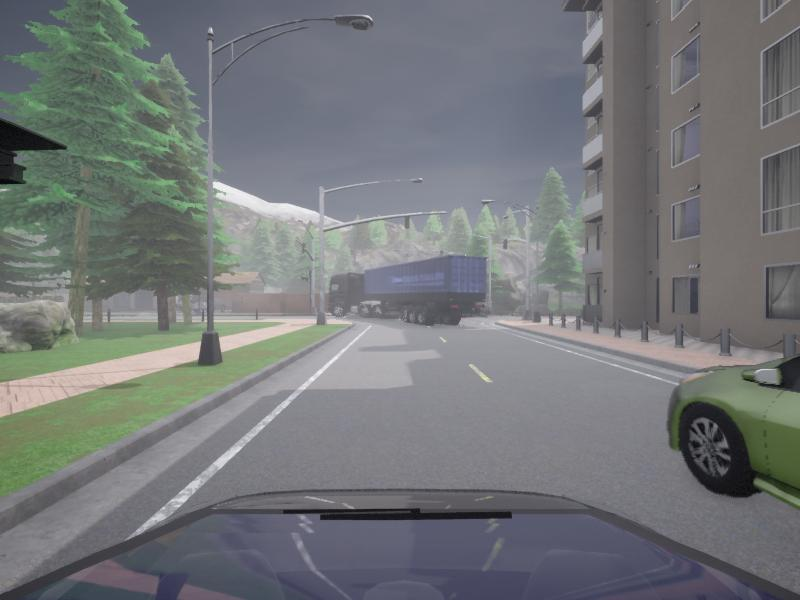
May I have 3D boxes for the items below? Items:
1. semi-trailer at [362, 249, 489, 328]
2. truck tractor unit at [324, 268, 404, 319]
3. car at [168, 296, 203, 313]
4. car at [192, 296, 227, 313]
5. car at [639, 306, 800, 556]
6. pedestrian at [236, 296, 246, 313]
[{"bbox_3d":[0.922,-0.624,29.108,2.717,4.402,14.254,0,0,-25],"label":"semi-trailer"},{"bbox_3d":[-3.235,-0.527,35.540,6.516,4.208,3.053,0,0,31],"label":"truck tractor unit"},{"bbox_3d":[-24.091,0.505,45.073,1.905,1.878,3.866,0,0,-1],"label":"car"},{"bbox_3d":[-21.587,0.503,45.523,1.932,1.855,4.605,0,0,-1],"label":"car"},{"bbox_3d":[3.488,0.828,1.899,2.007,1.525,4.514,0,0,0],"label":"car"},{"bbox_3d":[-16.757,0.476,42.138,0.751,1.860,0.751,0,0,0],"label":"pedestrian"}]
